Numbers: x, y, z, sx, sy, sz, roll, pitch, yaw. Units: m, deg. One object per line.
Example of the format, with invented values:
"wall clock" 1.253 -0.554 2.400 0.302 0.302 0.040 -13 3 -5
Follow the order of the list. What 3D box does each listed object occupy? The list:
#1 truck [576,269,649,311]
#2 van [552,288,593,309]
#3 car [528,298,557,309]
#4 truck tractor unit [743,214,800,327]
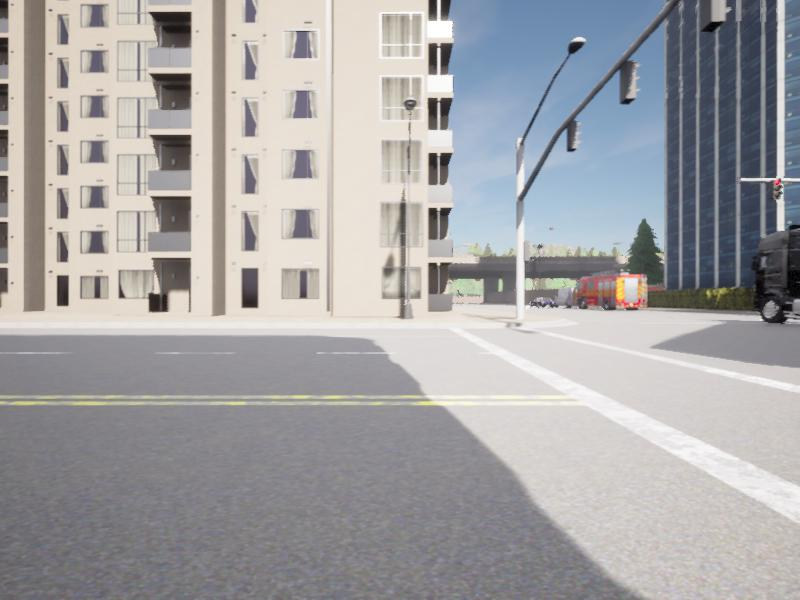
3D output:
"truck" 20.964 -0.893 40.257 2.891 3.827 8.468 0 0 0
"van" 21.018 -0.195 49.172 2.351 2.431 6.366 0 0 0
"car" 17.518 0.366 49.465 1.895 1.301 4.718 0 0 0
"truck tractor unit" 16.400 -1.099 14.834 3.053 4.208 6.516 0 0 15
